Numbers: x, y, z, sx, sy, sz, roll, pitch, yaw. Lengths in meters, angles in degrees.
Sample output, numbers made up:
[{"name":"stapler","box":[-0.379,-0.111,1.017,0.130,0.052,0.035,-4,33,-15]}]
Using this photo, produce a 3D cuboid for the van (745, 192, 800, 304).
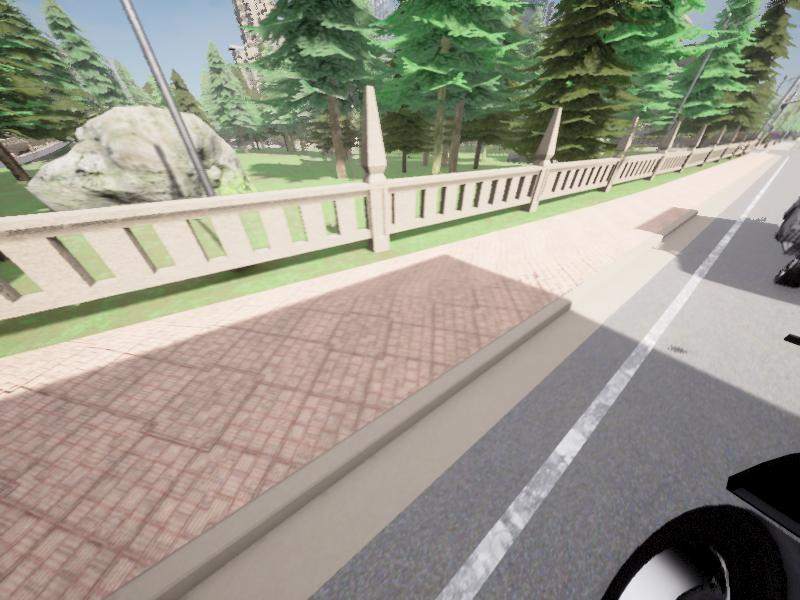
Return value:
[{"name":"van","box":[9.436,-1.700,4.124,6.366,2.431,2.351,-22,41,-28]}]
